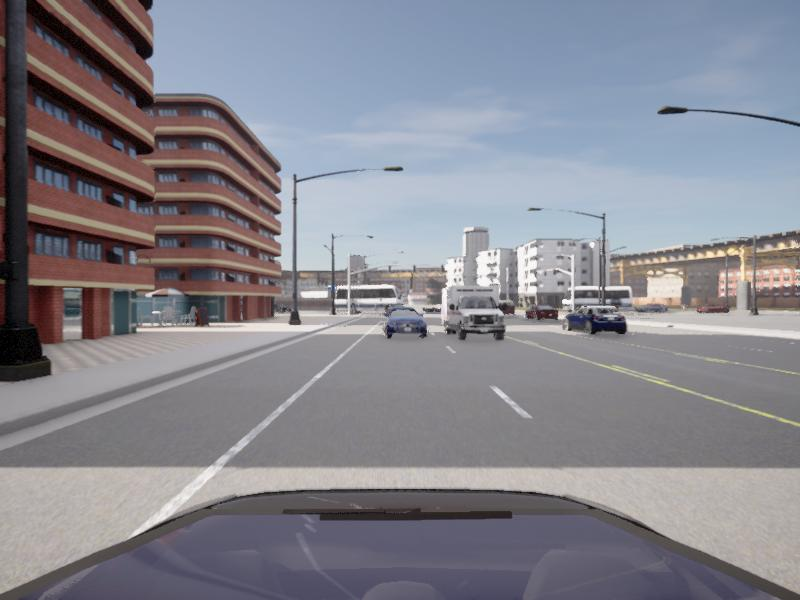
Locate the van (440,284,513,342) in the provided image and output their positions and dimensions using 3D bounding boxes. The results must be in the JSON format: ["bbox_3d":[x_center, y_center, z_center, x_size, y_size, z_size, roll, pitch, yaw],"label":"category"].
[{"bbox_3d":[3.483,0.574,19.718,2.351,2.431,6.366,0,-1,0],"label":"van"}]

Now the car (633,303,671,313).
[{"bbox_3d":[40.675,1.325,64.773,4.792,1.488,2.163,0,0,0],"label":"car"}]

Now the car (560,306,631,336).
[{"bbox_3d":[10.650,1.079,22.125,1.970,1.475,3.806,0,-1,-2],"label":"car"}]

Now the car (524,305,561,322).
[{"bbox_3d":[13.972,1.251,39.608,1.882,1.535,5.008,0,0,0],"label":"car"}]

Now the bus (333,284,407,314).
[{"bbox_3d":[-4.425,-0.040,59.535,10.273,4.253,3.944,-1,-2,13],"label":"bus"}]

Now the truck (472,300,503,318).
[{"bbox_3d":[10.470,1.027,48.229,2.390,2.098,6.274,0,0,0],"label":"truck"}]

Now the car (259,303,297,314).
[{"bbox_3d":[-18.276,1.269,60.146,5.238,1.638,1.930,0,0,-2],"label":"car"}]

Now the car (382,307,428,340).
[{"bbox_3d":[0.114,1.071,20.078,1.812,1.442,4.674,0,0,-6],"label":"car"}]

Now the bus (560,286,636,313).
[{"bbox_3d":[31.695,-0.058,64.508,10.273,4.253,3.944,0,0,0],"label":"bus"}]

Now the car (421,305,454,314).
[{"bbox_3d":[5.751,1.407,60.889,4.718,1.301,1.895,0,0,38],"label":"car"}]

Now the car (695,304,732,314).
[{"bbox_3d":[48.206,1.341,61.531,4.193,1.474,1.816,0,0,1],"label":"car"}]
